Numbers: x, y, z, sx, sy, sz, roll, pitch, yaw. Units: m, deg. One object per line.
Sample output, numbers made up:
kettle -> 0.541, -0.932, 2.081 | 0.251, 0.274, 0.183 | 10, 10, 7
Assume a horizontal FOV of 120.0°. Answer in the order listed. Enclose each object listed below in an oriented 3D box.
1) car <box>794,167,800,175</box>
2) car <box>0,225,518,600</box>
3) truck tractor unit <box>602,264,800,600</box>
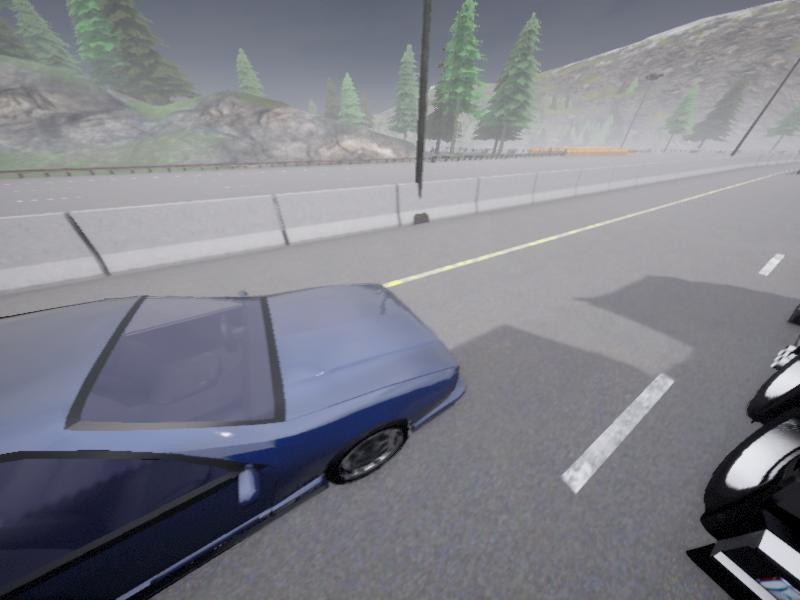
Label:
car -> 37.323, -12.034, 20.112 | 4.605, 1.855, 1.932 | -17, 38, -23
car -> -2.079, 0.896, 1.489 | 5.357, 1.411, 2.033 | -18, 39, -24
truck tractor unit -> 5.116, -0.292, 0.790 | 6.516, 4.208, 3.053 | -18, 39, -24
